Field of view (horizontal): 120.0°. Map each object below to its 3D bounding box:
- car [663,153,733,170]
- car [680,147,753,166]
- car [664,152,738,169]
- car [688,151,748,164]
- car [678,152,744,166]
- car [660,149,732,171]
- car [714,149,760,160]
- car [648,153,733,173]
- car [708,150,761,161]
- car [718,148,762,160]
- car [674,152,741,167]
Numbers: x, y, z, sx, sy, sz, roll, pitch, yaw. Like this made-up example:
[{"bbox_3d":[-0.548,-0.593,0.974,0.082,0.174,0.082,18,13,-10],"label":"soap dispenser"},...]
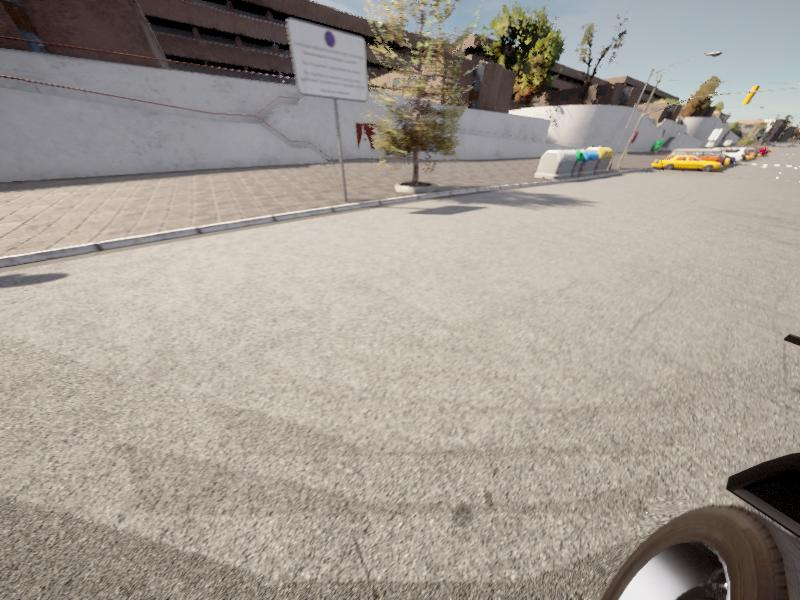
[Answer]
[{"bbox_3d":[35.955,-16.935,28.151,4.792,1.488,2.163,21,40,28],"label":"car"},{"bbox_3d":[45.728,-20.980,33.671,5.566,2.045,2.435,21,40,28],"label":"car"},{"bbox_3d":[38.271,-17.968,29.626,5.366,1.575,1.946,21,40,28],"label":"car"},{"bbox_3d":[48.196,-21.717,35.233,4.892,1.521,2.231,21,39,28],"label":"car"},{"bbox_3d":[43.310,-19.817,32.385,5.008,1.535,2.097,21,39,28],"label":"car"},{"bbox_3d":[33.635,-16.148,26.525,4.442,1.987,1.878,21,39,28],"label":"car"},{"bbox_3d":[67.771,-29.341,46.559,4.553,1.767,2.185,21,39,28],"label":"car"},{"bbox_3d":[31.247,-14.986,25.199,5.366,1.575,1.946,21,39,28],"label":"car"},{"bbox_3d":[63.011,-27.309,43.699,5.366,1.575,1.946,22,39,28],"label":"car"},{"bbox_3d":[70.297,-30.346,47.897,4.442,1.987,1.878,22,39,28],"label":"car"},{"bbox_3d":[40.871,-18.856,30.956,4.892,1.521,2.231,21,40,28],"label":"car"}]
